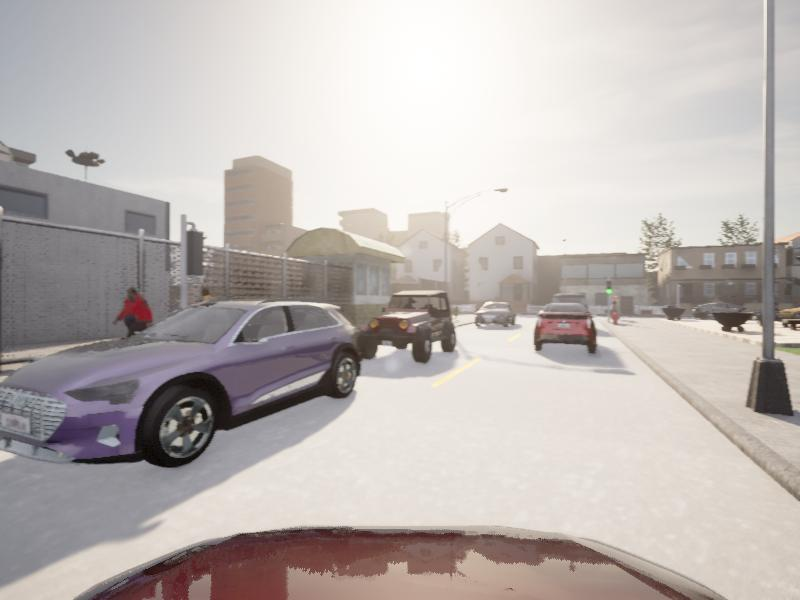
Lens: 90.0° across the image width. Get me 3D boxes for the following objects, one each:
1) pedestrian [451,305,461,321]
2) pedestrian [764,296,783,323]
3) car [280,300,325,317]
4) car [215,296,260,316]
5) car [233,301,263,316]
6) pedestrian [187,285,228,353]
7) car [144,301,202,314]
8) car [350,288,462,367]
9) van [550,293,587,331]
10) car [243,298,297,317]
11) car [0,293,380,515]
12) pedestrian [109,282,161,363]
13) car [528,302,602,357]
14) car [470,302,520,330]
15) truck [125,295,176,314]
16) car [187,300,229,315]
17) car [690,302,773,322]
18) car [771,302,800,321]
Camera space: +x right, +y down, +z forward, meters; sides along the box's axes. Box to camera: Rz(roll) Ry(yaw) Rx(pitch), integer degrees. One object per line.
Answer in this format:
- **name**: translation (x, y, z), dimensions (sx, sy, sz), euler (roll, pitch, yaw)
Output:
- **pedestrian**: translation (4.075, 0.944, 29.073), dimensions (0.500, 1.100, 0.500), euler (0, 0, 32)
- **pedestrian**: translation (26.236, 0.623, 28.091), dimensions (0.751, 1.860, 0.751), euler (0, 0, 19)
- **car**: translation (-8.811, 0.754, 36.641), dimensions (1.816, 1.474, 4.193), euler (0, 0, 24)
- **car**: translation (-15.841, 0.560, 39.190), dimensions (1.905, 1.878, 3.866), euler (0, 0, 24)
- **car**: translation (-14.208, 0.773, 37.532), dimensions (1.481, 1.379, 2.207), euler (0, 0, 24)
- **pedestrian**: translation (-5.512, 0.514, 11.454), dimensions (0.751, 1.860, 0.751), euler (0, 0, 24)
- **car**: translation (-24.609, 0.767, 43.591), dimensions (2.033, 1.415, 5.357), euler (0, 0, 24)
- **car**: translation (0.363, 0.654, 11.652), dimensions (1.905, 1.878, 3.866), euler (0, 0, 24)
- **van**: translation (9.726, 0.640, 23.010), dimensions (1.775, 1.987, 4.442), euler (0, 0, 24)
- **car**: translation (-12.011, 0.676, 37.237), dimensions (2.242, 1.667, 4.611), euler (0, 0, 24)
- **car**: translation (-2.276, 0.774, 5.601), dimensions (2.033, 1.649, 4.856), euler (0, 0, 24)
- **pedestrian**: translation (-6.324, 0.511, 9.573), dimensions (0.751, 1.860, 0.751), euler (0, 0, 23)
- **car**: translation (5.673, 0.854, 13.739), dimensions (2.007, 1.525, 4.514), euler (0, 0, 23)
- **car**: translation (5.845, 0.870, 24.231), dimensions (2.128, 1.511, 4.902), euler (0, 0, 23)
- **truck**: translation (-28.170, 0.445, 45.330), dimensions (2.069, 2.038, 4.478), euler (0, 0, 24)
- **car**: translation (-20.157, 0.718, 42.092), dimensions (1.845, 1.501, 3.633), euler (0, 0, 24)
- **car**: translation (26.742, 0.954, 32.529), dimensions (4.792, 1.488, 2.163), euler (0, 0, 23)
- **car**: translation (34.868, 0.930, 33.421), dimensions (5.366, 1.575, 1.801), euler (0, 0, 22)
